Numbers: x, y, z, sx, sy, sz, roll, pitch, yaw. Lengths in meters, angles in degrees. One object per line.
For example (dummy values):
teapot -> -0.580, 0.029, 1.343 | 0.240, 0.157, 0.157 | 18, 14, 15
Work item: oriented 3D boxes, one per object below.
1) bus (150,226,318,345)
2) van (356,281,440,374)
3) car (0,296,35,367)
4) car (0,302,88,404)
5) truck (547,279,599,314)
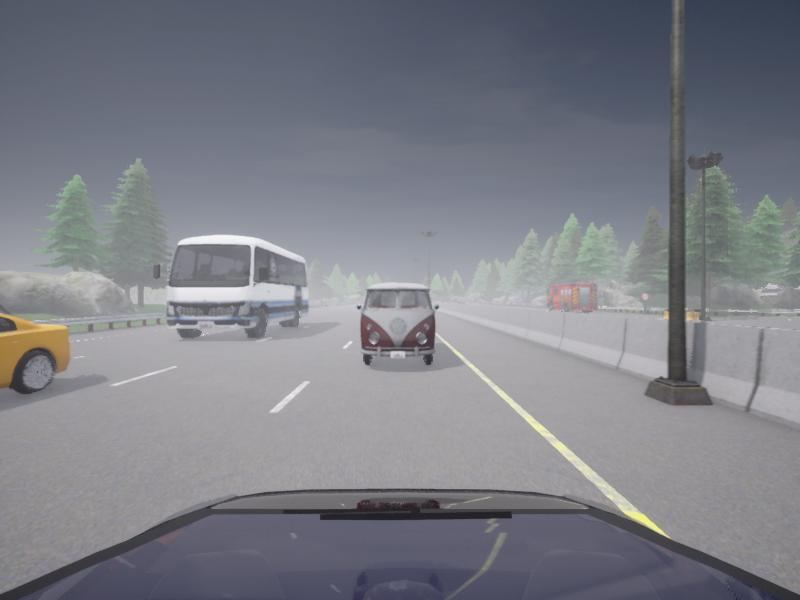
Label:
bus -> -6.977, -0.568, 19.445 | 3.944, 4.253, 10.273 | 0, 0, 0
van -> -0.055, 0.580, 10.713 | 1.775, 1.987, 4.442 | 0, 0, 0
car -> -10.544, 0.743, 8.034 | 2.242, 1.667, 4.611 | 0, 0, 0
car -> -7.030, 0.813, 5.310 | 1.882, 1.535, 5.008 | 0, 0, 0
truck -> 20.567, -0.398, 48.255 | 2.891, 3.827, 8.468 | 0, 0, 2
